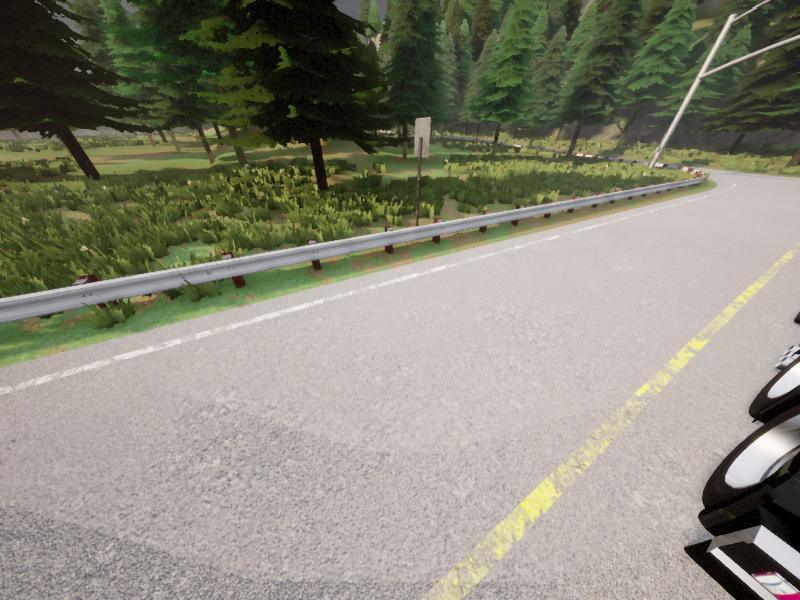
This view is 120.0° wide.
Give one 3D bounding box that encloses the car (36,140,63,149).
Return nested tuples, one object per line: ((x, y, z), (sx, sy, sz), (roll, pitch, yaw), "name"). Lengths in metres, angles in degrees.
((-87.384, -38.851, 57.589), (3.866, 1.878, 1.905), (9, 36, 13), "car")

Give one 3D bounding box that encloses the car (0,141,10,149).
((-95.248, -35.713, 53.319), (5.008, 1.535, 1.882), (-18, 39, -25), "car")

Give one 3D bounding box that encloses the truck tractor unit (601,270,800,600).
((5.120, -0.292, 0.768), (6.516, 4.208, 3.053), (-18, 39, -24), "truck tractor unit")
